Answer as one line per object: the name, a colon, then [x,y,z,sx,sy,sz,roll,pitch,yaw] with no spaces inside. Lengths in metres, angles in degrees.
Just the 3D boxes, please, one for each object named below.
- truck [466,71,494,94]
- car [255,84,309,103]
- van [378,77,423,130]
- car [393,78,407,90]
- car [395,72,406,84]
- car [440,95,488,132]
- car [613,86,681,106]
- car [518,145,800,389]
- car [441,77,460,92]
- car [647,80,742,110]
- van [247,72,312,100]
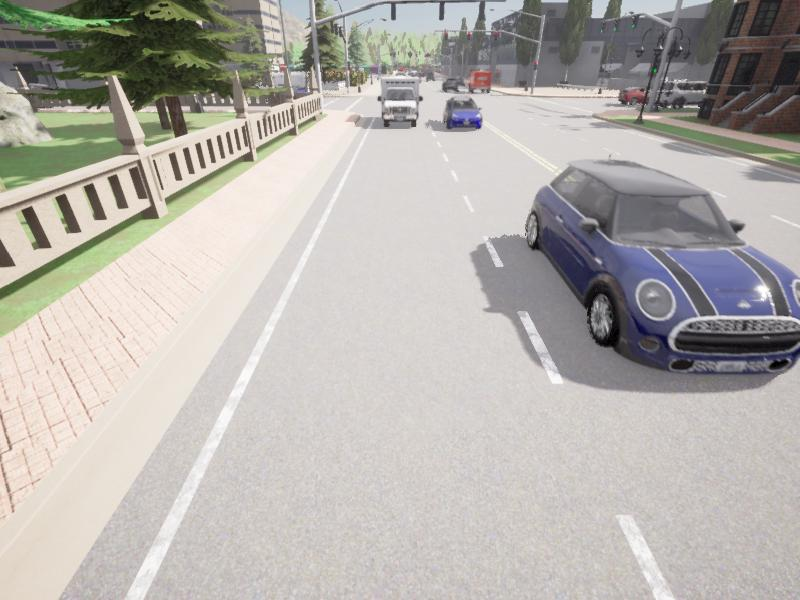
truck: [10.521,-29.005,53.231,2.627,2.467,5.204,0,30,0]
car: [-11.458,-20.206,39.095,4.514,1.525,2.007,0,30,0]
van: [0.007,-12.078,24.288,2.351,2.431,6.366,0,30,0]
car: [0.023,-33.557,62.075,2.033,1.411,5.357,0,30,0]
car: [0.033,-45.705,82.247,2.150,2.045,5.566,0,30,0]
car: [3.508,-10.731,22.879,2.007,1.525,4.514,0,30,0]
car: [21.938,-18.213,35.698,4.514,1.525,2.007,0,30,0]
car: [3.495,-0.949,5.862,2.097,1.767,4.553,0,30,0]
car: [7.022,-30.291,56.248,2.033,1.649,4.856,0,30,0]
car: [23.800,-16.677,32.555,5.566,2.045,2.150,0,30,0]
van: [-12.499,-22.411,41.866,5.915,2.561,1.988,0,30,0]
